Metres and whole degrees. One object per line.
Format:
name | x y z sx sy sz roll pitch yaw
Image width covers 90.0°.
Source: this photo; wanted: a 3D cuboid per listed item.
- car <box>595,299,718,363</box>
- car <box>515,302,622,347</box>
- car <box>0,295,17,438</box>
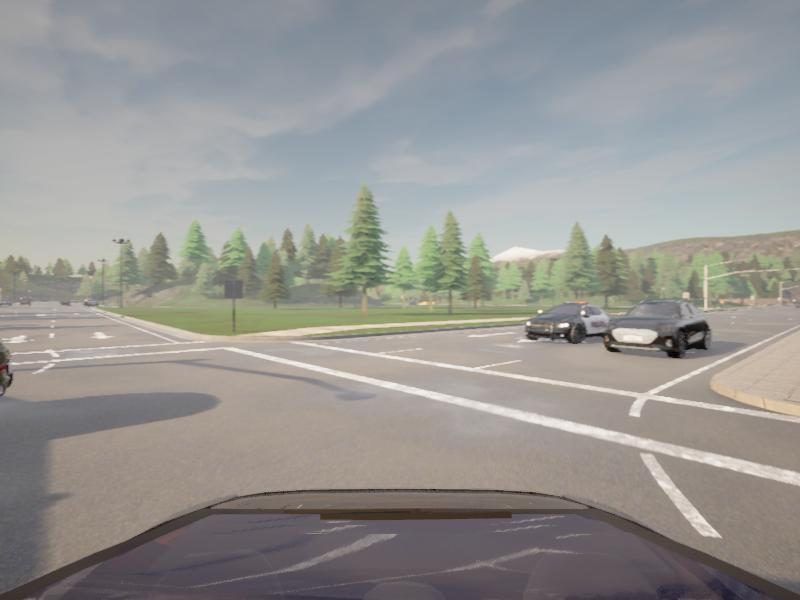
car | 8.283 0.806 12.705 4.856 1.649 2.033 0 0 -41
car | 6.933 0.850 16.180 4.974 1.542 2.038 0 0 -41
car | -7.157 0.758 3.773 5.027 1.651 2.152 0 0 -41
